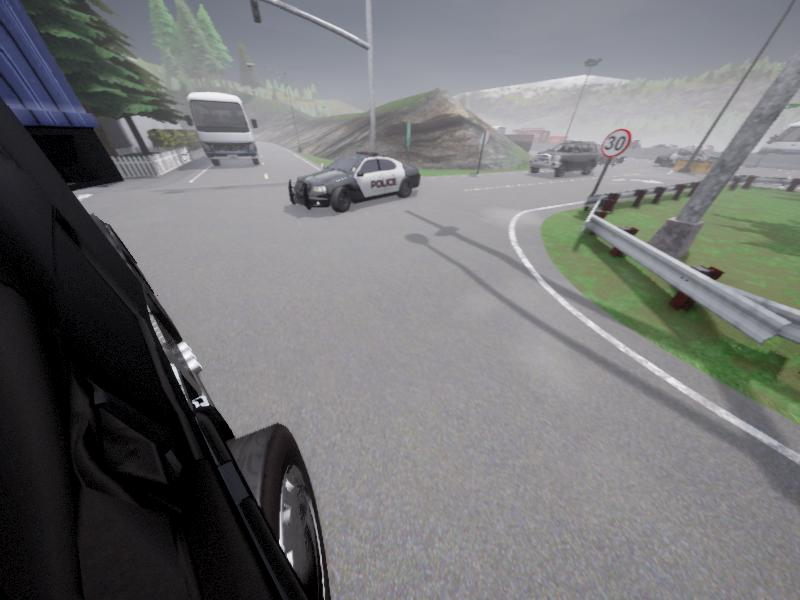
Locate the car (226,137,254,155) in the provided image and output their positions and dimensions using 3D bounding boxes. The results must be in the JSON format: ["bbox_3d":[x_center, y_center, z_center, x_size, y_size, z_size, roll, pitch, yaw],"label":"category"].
[{"bbox_3d":[-18.046,-17.556,26.273,2.007,1.525,4.514,-16,39,-22],"label":"car"}]

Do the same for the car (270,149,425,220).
[{"bbox_3d":[-1.464,-4.405,8.318,2.038,1.542,4.974,28,43,33],"label":"car"}]

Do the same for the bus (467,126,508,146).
[{"bbox_3d":[23.583,-44.882,63.198,3.944,4.253,10.273,-16,39,-22],"label":"bus"}]

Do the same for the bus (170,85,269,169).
[{"bbox_3d":[-13.801,-13.879,18.956,3.944,4.253,10.273,-16,39,-22],"label":"bus"}]

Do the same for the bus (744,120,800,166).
[{"bbox_3d":[47.680,-16.886,25.025,3.944,4.253,10.273,-16,39,-22],"label":"bus"}]

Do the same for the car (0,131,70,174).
[{"bbox_3d":[-22.584,-8.730,13.571,1.905,1.878,3.866,-16,39,-23],"label":"car"}]

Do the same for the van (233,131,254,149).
[{"bbox_3d":[-23.836,-24.529,35.351,2.069,2.038,4.480,-16,39,-22],"label":"van"}]

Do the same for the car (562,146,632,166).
[{"bbox_3d":[20.701,-15.451,24.651,2.033,1.411,5.357,-12,38,-18],"label":"car"}]

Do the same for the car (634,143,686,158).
[{"bbox_3d":[40.975,-23.744,36.602,2.033,1.649,4.856,-16,40,-23],"label":"car"}]

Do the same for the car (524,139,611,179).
[{"bbox_3d":[10.481,-8.973,14.582,4.605,1.855,1.932,-17,39,-23],"label":"car"}]

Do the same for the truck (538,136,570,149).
[{"bbox_3d":[36.819,-37.929,55.467,2.627,2.467,5.204,-16,39,-22],"label":"truck"}]

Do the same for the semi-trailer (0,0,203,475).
[{"bbox_3d":[-10.081,-0.946,0.650,14.254,4.402,2.717,-2,36,-6],"label":"semi-trailer"}]

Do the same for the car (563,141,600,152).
[{"bbox_3d":[35.449,-30.139,45.358,1.801,1.575,5.366,-16,39,-22],"label":"car"}]

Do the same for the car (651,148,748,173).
[{"bbox_3d":[27.022,-12.883,21.155,2.038,1.542,4.974,-16,39,-22],"label":"car"}]

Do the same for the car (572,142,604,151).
[{"bbox_3d":[40.467,-33.288,49.957,1.837,1.490,4.892,-16,39,-22],"label":"car"}]

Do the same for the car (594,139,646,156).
[{"bbox_3d":[36.020,-25.166,38.069,2.150,2.045,5.566,-16,39,-22],"label":"car"}]

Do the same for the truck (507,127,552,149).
[{"bbox_3d":[29.771,-37.679,53.740,2.891,3.827,8.468,-16,39,-22],"label":"truck"}]

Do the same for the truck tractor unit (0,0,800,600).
[{"bbox_3d":[-2.645,-0.295,0.351,6.516,4.208,3.053,28,44,30],"label":"truck tractor unit"}]
